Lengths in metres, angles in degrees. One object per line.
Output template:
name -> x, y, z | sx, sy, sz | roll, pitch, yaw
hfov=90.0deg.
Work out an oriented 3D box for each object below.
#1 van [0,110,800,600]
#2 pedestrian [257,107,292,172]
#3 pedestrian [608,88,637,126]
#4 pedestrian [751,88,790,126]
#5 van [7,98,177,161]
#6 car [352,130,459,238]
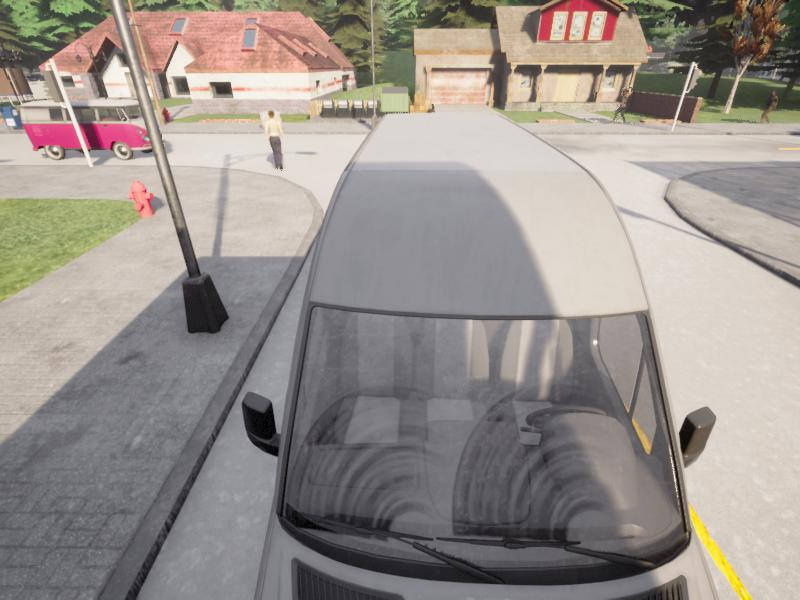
van -> 0.416, 0.050, 3.431 | 1.988, 2.561, 5.915 | 1, 30, 2
pedestrian -> -4.101, -5.277, 13.166 | 0.751, 1.860, 0.751 | -4, 31, -8
pedestrian -> 12.571, -10.935, 22.656 | 0.751, 1.860, 0.751 | -1, 30, -2
pedestrian -> 20.955, -10.956, 22.693 | 0.751, 1.860, 0.751 | 1, 30, 1
van -> -11.356, -6.448, 15.092 | 4.442, 1.987, 1.775 | 0, 30, 0
car -> -0.061, -2.927, 9.493 | 1.789, 1.549, 3.705 | -5, 31, -8
